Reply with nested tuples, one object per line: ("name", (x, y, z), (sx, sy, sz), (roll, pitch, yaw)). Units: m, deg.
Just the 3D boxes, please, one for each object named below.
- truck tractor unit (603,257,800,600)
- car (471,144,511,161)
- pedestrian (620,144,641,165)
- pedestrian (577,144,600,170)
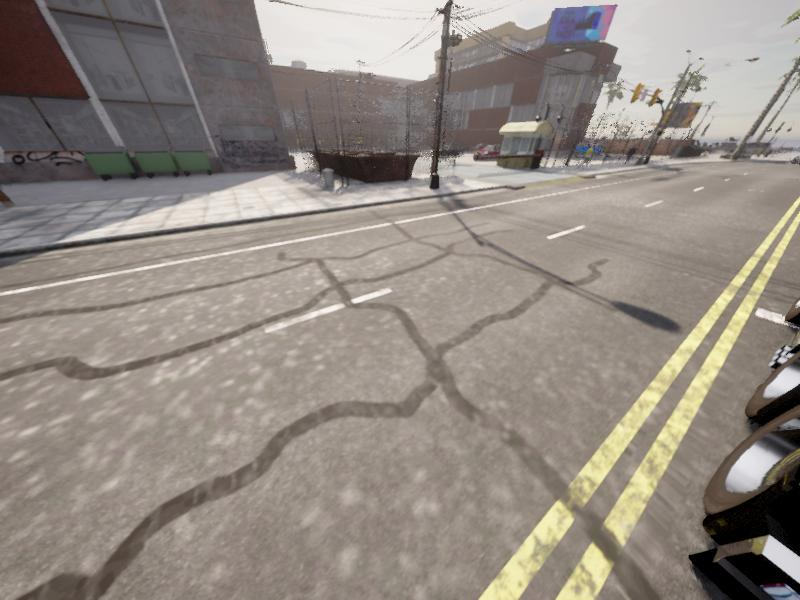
("truck tractor unit", (5.100, -0.310, 0.801), (6.516, 4.208, 3.053), (-19, 39, -25))
("car", (11.604, -18.887, 29.499), (4.553, 1.767, 2.185), (-20, 40, -26))
("pedestrian", (24.160, -15.278, 24.228), (0.751, 1.860, 0.751), (-21, 40, -28))
("pedestrian", (16.515, -12.576, 20.279), (0.751, 1.860, 0.751), (-20, 40, -26))
